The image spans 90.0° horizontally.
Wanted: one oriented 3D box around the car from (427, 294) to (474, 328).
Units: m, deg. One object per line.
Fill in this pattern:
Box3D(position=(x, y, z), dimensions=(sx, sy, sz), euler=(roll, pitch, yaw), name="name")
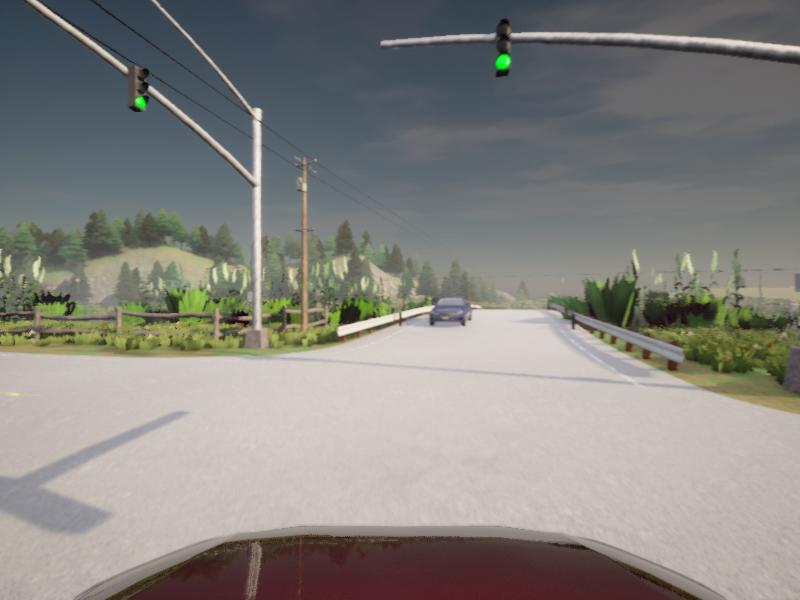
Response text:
Box3D(position=(2.818, 0.504, 21.562), dimensions=(1.812, 1.442, 4.674), euler=(0, 3, 16), name="car")
